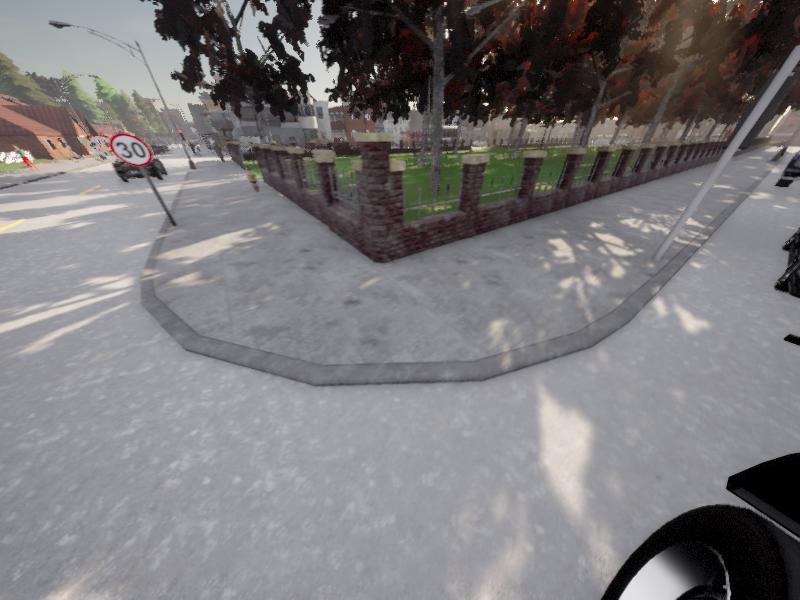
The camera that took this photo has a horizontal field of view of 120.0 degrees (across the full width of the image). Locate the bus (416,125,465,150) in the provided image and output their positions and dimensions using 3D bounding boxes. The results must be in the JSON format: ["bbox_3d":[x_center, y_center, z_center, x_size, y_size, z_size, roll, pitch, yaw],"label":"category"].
[{"bbox_3d":[8.858,-35.720,50.798,10.273,4.253,3.944,-22,42,-28],"label":"bus"}]

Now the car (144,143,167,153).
[{"bbox_3d":[-47.028,-29.290,44.537,2.163,1.488,4.792,-22,41,-28],"label":"car"}]

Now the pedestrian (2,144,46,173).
[{"bbox_3d":[-28.774,-10.875,17.727,0.751,1.860,0.751,-21,40,-27],"label":"pedestrian"}]

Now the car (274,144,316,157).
[{"bbox_3d":[-15.953,-22.892,35.286,5.357,1.411,2.033,-21,40,-27],"label":"car"}]

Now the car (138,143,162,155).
[{"bbox_3d":[-43.267,-26.256,40.095,1.851,1.617,3.988,-22,41,-28],"label":"car"}]

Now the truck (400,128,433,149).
[{"bbox_3d":[3.771,-38.356,54.942,2.891,3.827,8.468,-24,42,-30],"label":"truck"}]

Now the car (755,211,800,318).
[{"bbox_3d":[8.562,-0.914,3.924,5.357,1.411,2.033,-22,41,-28],"label":"car"}]

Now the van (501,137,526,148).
[{"bbox_3d":[30.150,-41.831,61.225,6.366,2.431,2.351,-22,41,-28],"label":"van"}]

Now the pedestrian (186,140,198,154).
[{"bbox_3d":[-33.573,-24.642,37.308,0.751,1.860,0.751,-16,38,-21],"label":"pedestrian"}]

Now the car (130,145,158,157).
[{"bbox_3d":[-39.206,-22.868,35.465,1.994,1.385,4.181,-22,41,-28],"label":"car"}]

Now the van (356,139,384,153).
[{"bbox_3d":[-5.198,-27.284,40.911,4.442,1.987,1.775,-24,41,-29],"label":"van"}]

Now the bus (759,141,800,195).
[{"bbox_3d":[23.460,-8.074,11.467,10.273,4.253,3.944,-23,41,-27],"label":"bus"}]

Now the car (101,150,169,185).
[{"bbox_3d":[-17.338,-8.969,15.432,1.882,1.535,5.008,-22,41,-28],"label":"car"}]

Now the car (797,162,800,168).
[{"bbox_3d":[35.262,-12.002,18.988,3.866,1.878,1.905,-23,41,-27],"label":"car"}]

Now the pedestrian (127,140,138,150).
[{"bbox_3d":[-58.643,-33.918,50.642,0.751,1.860,0.751,-23,41,-28],"label":"pedestrian"}]

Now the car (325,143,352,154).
[{"bbox_3d":[-10.163,-25.131,38.295,3.633,1.501,1.845,-23,41,-29],"label":"car"}]

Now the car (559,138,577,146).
[{"bbox_3d":[54.896,-51.751,75.442,5.566,2.045,2.150,-22,41,-28],"label":"car"}]

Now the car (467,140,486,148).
[{"bbox_3d":[19.633,-40.133,59.395,4.674,1.442,1.812,-22,41,-28],"label":"car"}]

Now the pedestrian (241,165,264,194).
[{"bbox_3d":[-6.838,-5.596,10.722,0.500,1.100,0.500,-22,41,-28],"label":"pedestrian"}]

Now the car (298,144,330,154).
[{"bbox_3d":[-14.797,-26.001,39.769,4.718,1.301,1.895,-22,40,-27],"label":"car"}]

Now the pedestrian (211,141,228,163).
[{"bbox_3d":[-18.986,-15.589,24.331,0.751,1.860,0.751,-23,41,-28],"label":"pedestrian"}]

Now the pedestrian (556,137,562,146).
[{"bbox_3d":[43.781,-43.666,63.622,0.751,1.860,0.751,-22,41,-28],"label":"pedestrian"}]

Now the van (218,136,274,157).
[{"bbox_3d":[-23.060,-23.160,34.828,6.366,2.431,2.351,-22,41,-27],"label":"van"}]
